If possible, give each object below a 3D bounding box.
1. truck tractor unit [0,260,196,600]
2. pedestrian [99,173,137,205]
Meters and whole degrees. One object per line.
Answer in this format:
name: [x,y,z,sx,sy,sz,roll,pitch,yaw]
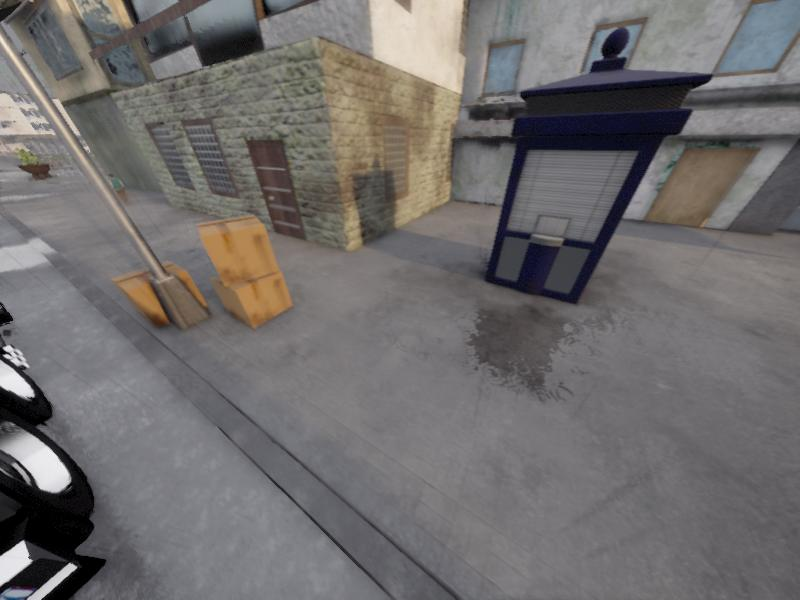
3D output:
truck tractor unit: [-5.106,-0.305,0.795,6.516,4.208,3.053,19,39,25]
pedestrian: [-11.569,-4.570,9.506,0.500,1.100,0.500,23,41,30]
